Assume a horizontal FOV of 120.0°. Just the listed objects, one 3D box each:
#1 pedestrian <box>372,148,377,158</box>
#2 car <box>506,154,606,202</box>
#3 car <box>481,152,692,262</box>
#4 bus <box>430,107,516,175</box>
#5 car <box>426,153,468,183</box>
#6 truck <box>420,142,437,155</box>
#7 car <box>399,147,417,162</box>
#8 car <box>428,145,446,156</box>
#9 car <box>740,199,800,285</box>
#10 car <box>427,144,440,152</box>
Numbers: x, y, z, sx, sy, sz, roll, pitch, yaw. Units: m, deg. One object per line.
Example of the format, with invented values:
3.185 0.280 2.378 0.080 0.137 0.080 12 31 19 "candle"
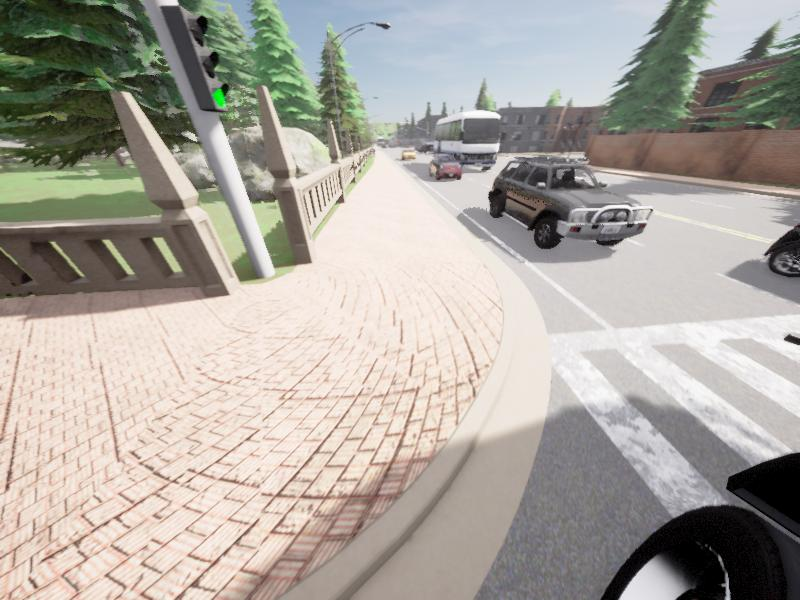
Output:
-4.118 -23.722 37.210 0.751 1.300 0.751 -2 34 -1 "pedestrian"
7.275 -6.156 11.444 1.851 1.617 3.988 -4 35 -4 "car"
4.328 -3.012 6.679 1.932 1.855 4.605 -3 36 -4 "car"
5.984 -14.997 22.003 3.944 4.253 10.273 -4 35 -4 "bus"
3.156 -9.436 16.372 1.845 1.501 3.633 -4 35 -4 "car"
6.045 -32.710 49.694 2.390 2.098 6.274 -4 35 -4 "truck"
1.093 -20.888 33.042 1.801 1.575 5.366 -4 35 -4 "car"
6.864 -27.992 43.229 2.152 1.651 5.027 -4 35 -4 "car"
8.469 -0.433 3.156 1.845 1.501 3.633 -5 35 -7 "car"
8.452 -38.720 58.811 2.033 1.649 4.856 -4 35 -4 "car"
